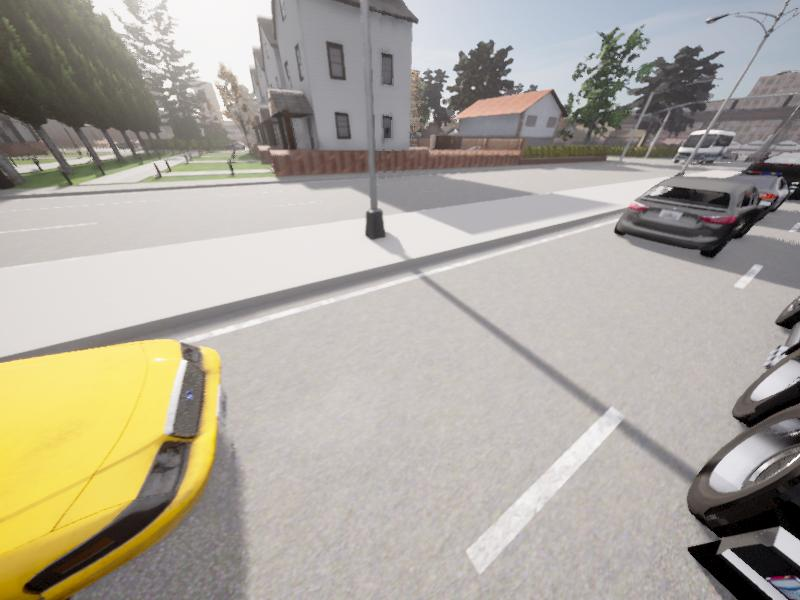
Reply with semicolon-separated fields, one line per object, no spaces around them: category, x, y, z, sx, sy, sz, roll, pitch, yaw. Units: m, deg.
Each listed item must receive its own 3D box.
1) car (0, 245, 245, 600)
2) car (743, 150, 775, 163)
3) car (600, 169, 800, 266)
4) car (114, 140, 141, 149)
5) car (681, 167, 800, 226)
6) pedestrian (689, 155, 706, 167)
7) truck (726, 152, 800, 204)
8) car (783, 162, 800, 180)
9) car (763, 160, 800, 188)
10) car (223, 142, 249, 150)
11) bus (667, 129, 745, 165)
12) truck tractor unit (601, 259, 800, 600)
car;-3.834;1.362;0.661;5.366;1.575;1.801;-18;39;-25
car;65.507;-26.211;42.142;4.553;1.767;2.097;-18;39;-25
car;8.668;-2.682;6.747;4.611;1.667;2.242;-18;39;-25
car;-62.554;-35.748;53.111;2.033;1.649;4.856;-13;37;-19
car;14.542;-4.509;9.661;4.974;1.542;2.038;-18;39;-25
pedestrian;39.320;-18.361;30.516;0.751;1.300;0.751;-15;38;-22
truck;22.100;-7.165;13.194;6.274;2.098;2.390;-18;39;-25
car;36.558;-11.472;20.495;4.718;1.301;1.895;-18;39;-25
car;29.687;-9.365;17.065;4.974;1.542;2.038;-18;39;-25
car;-38.921;-36.596;54.946;2.038;1.542;4.974;6;35;8
bus;47.416;-23.640;35.812;10.273;4.253;3.944;-18;39;-25
truck tractor unit;5.162;-0.234;0.831;6.516;4.208;3.053;-16;40;-26
